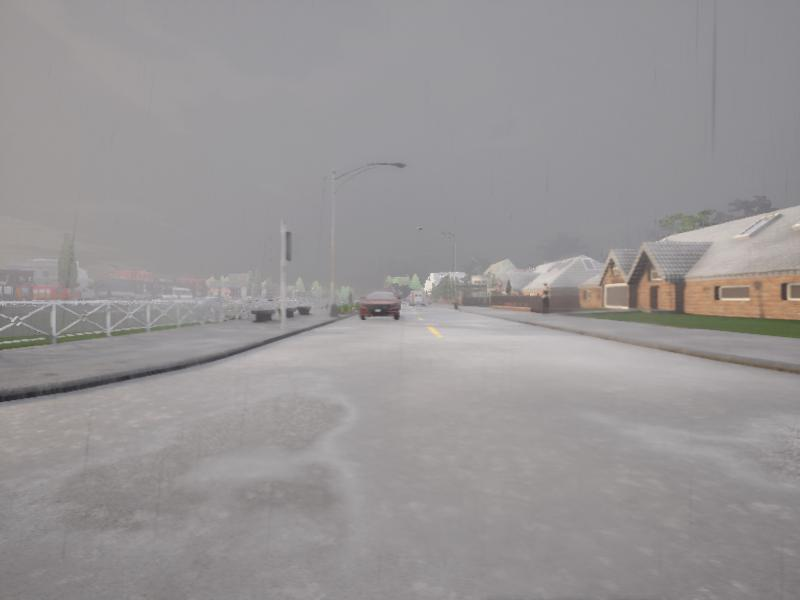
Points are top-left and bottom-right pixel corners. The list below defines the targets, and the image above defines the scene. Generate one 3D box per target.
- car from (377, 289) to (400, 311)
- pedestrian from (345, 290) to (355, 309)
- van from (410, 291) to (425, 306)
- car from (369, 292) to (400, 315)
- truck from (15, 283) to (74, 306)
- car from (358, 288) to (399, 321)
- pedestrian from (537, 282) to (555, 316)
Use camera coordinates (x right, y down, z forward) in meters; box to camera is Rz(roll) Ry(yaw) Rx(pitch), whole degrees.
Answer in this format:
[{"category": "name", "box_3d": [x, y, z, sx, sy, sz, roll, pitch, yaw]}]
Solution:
[{"category": "car", "box_3d": [-1.036, -0.035, 39.624, 2.150, 2.045, 5.566, 0, 0, 0]}, {"category": "pedestrian", "box_3d": [-5.069, -0.069, 40.741, 0.751, 1.860, 0.751, 0, 0, -38]}, {"category": "van", "box_3d": [2.960, -0.221, 68.330, 2.351, 2.431, 6.366, 0, 0, 0]}, {"category": "car", "box_3d": [-1.032, 0.228, 28.177, 2.007, 1.525, 4.514, 0, 0, 0]}, {"category": "truck", "box_3d": [-62.705, -0.949, 70.955, 2.891, 3.827, 8.468, 0, 0, 0]}, {"category": "car", "box_3d": [-1.000, 0.223, 21.134, 1.882, 1.535, 5.008, 0, 0, 0]}, {"category": "pedestrian", "box_3d": [8.179, -0.064, 22.452, 0.751, 1.860, 0.751, 0, 0, 0]}]
